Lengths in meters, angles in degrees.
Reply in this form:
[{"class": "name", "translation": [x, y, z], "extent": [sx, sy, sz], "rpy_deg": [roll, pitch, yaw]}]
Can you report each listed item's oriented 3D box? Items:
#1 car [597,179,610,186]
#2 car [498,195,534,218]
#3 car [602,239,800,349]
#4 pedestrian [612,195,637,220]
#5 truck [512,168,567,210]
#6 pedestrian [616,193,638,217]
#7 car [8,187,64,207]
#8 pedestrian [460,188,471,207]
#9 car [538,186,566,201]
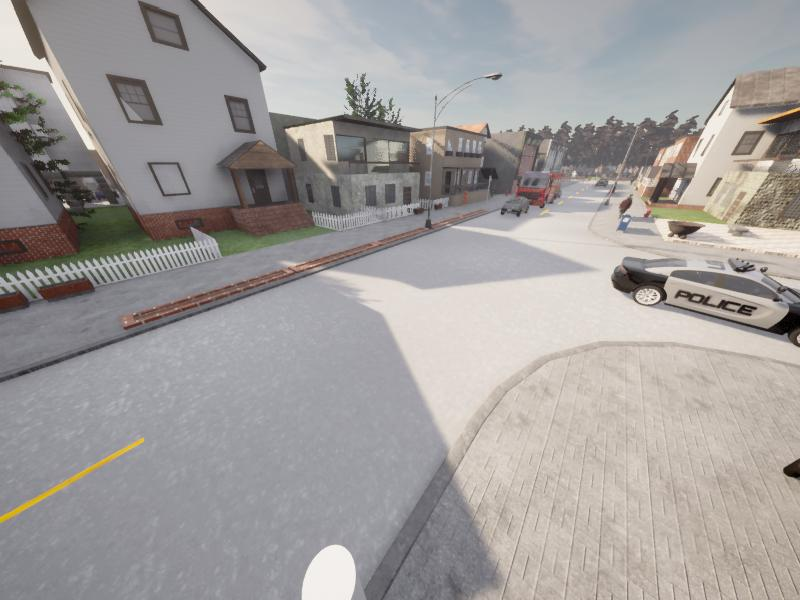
[{"class": "car", "translation": [50.640, -29.373, 57.513], "extent": [1.994, 1.385, 4.181], "rpy_deg": [23, 37, 34]}, {"class": "car", "translation": [11.108, -9.025, 22.085], "extent": [1.789, 1.549, 3.705], "rpy_deg": [23, 37, 34]}, {"class": "car", "translation": [9.794, -0.310, 6.902], "extent": [5.238, 1.638, 1.930], "rpy_deg": [26, 39, 38]}, {"class": "pedestrian", "translation": [18.620, -7.676, 19.167], "extent": [0.751, 1.860, 0.751], "rpy_deg": [-23, 37, -34]}, {"class": "truck", "translation": [16.421, -13.181, 27.013], "extent": [2.891, 3.827, 8.468], "rpy_deg": [23, 37, 34]}, {"class": "pedestrian", "translation": [20.284, -8.547, 20.676], "extent": [0.751, 1.860, 0.751], "rpy_deg": [-25, 38, -36]}, {"class": "car", "translation": [-43.673, -12.532, 27.911], "extent": [2.242, 1.667, 4.611], "rpy_deg": [-23, 37, -34]}, {"class": "pedestrian", "translation": [7.263, -11.419, 25.667], "extent": [0.751, 1.860, 0.751], "rpy_deg": [23, 37, 34]}, {"class": "car", "translation": [21.898, -15.423, 33.238], "extent": [2.163, 1.488, 4.792], "rpy_deg": [23, 37, 34]}]
